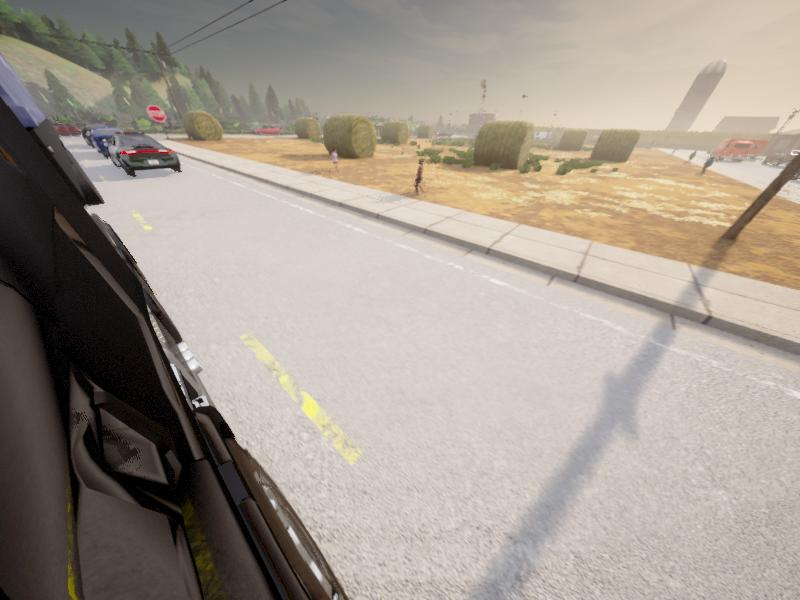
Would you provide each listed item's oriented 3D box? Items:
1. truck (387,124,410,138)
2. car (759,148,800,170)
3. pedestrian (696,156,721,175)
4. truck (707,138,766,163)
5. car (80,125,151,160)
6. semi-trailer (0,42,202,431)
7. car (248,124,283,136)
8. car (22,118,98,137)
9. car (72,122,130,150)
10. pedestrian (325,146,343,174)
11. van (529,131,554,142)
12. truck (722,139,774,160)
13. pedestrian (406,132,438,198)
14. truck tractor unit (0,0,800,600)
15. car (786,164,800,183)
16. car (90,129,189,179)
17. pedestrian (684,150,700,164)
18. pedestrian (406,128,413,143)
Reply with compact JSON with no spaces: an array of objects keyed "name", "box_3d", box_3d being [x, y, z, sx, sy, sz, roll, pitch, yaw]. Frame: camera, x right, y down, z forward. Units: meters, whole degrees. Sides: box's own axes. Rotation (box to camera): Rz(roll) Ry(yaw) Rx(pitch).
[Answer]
[{"name":"truck","box_3d":[-0.384,-40.481,55.331,2.627,2.467,5.204,30,45,32]},{"name":"car","box_3d":[43.569,-15.850,25.892,2.152,1.651,5.027,27,43,29]},{"name":"pedestrian","box_3d":[21.970,-9.612,16.463,0.500,1.100,0.500,21,41,23]},{"name":"truck","box_3d":[43.803,-19.697,30.328,2.627,2.467,5.204,27,43,29]},{"name":"car","box_3d":[-18.293,-10.188,14.819,5.008,1.535,1.882,28,44,30]},{"name":"semi-trailer","box_3d":[-8.690,-3.609,4.239,14.254,4.402,2.717,28,44,30]},{"name":"car","box_3d":[-22.989,-29.059,39.587,2.007,1.525,4.514,30,45,32]},{"name":"car","box_3d":[-35.487,-18.083,24.322,1.816,1.474,4.193,30,45,32]},{"name":"car","box_3d":[-23.615,-12.997,18.249,4.514,1.525,2.007,28,44,30]},{"name":"pedestrian","box_3d":[-3.195,-6.804,11.260,0.500,1.100,0.500,31,45,32]},{"name":"van","box_3d":[45.501,-52.863,74.479,5.915,2.561,1.988,28,44,30]},{"name":"truck","box_3d":[53.625,-23.425,35.854,2.627,2.467,5.204,27,43,29]},{"name":"pedestrian","box_3d":[0.729,-4.642,7.987,0.751,1.860,0.751,16,39,17]},{"name":"truck tractor unit","box_3d":[-2.645,-0.295,0.351,6.516,4.208,3.053,28,44,30]},{"name":"car","box_3d":[29.000,-8.669,15.541,1.789,1.549,3.705,27,43,29]},{"name":"car","box_3d":[-12.576,-7.158,11.132,4.974,1.542,2.038,28,44,30]},{"name":"pedestrian","box_3d":[29.461,-14.443,23.330,0.500,1.100,0.500,27,43,29]},{"name":"pedestrian","box_3d":[1.440,-25.753,36.070,0.751,1.860,0.751,31,45,32]}]
